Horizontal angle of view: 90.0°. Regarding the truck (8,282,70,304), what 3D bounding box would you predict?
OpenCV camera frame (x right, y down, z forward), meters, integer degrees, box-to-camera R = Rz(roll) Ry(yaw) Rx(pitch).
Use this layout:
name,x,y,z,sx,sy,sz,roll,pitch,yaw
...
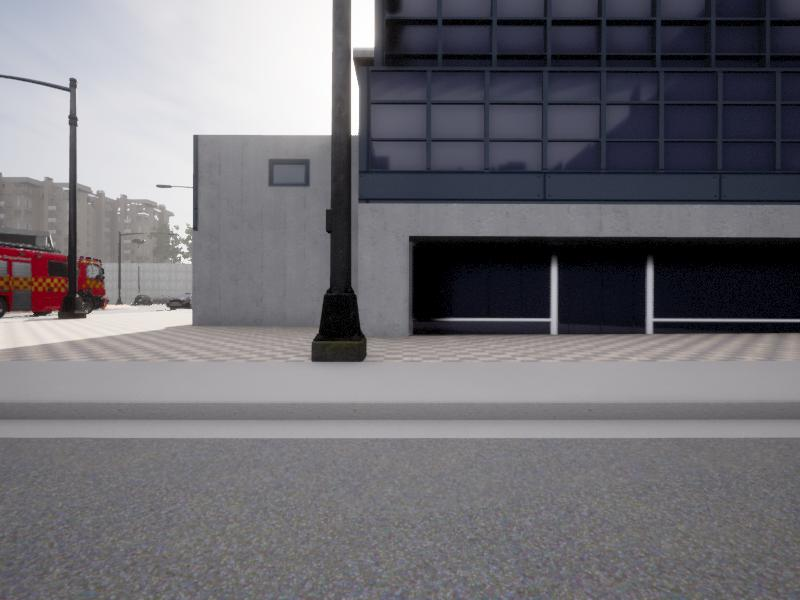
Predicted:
name,x,y,z,sx,sy,sz,roll,pitch,yaw
truck,-63.288,-1.211,70.258,8.468,3.827,2.891,0,0,2

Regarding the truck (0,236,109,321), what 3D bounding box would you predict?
name,x,y,z,sx,sy,sz,roll,pitch,yaw
truck,-19.497,-0.979,20.461,2.891,3.827,8.468,0,0,1

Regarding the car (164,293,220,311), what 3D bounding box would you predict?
name,x,y,z,sx,sy,sz,roll,pitch,yaw
car,-18.722,0.161,36.339,2.038,1.542,4.974,0,0,7

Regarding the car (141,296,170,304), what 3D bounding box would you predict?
name,x,y,z,sx,sy,sz,roll,pitch,yaw
car,-50.027,-0.007,81.887,4.611,1.667,2.242,0,0,-10
